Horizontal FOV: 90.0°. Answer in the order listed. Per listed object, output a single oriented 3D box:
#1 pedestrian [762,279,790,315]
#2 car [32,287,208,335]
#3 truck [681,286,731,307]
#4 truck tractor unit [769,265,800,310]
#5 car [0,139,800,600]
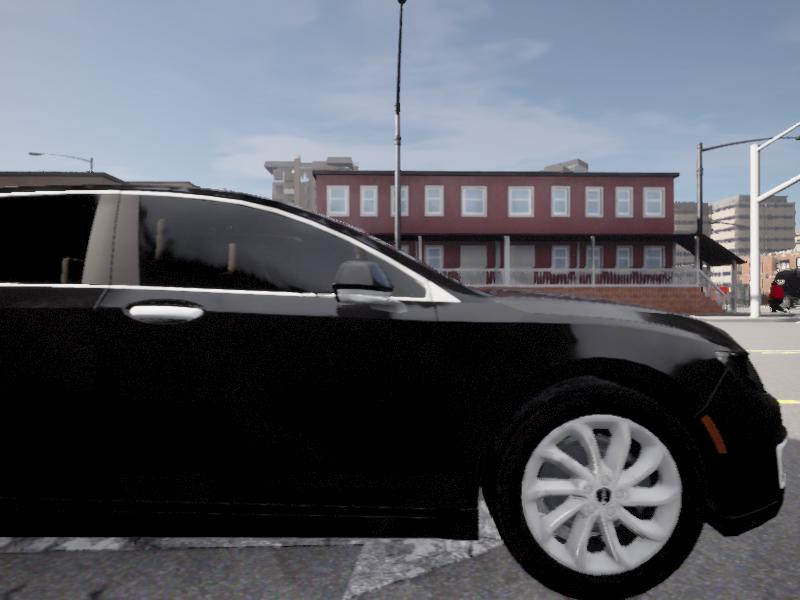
[{"bbox_3d":[19.505,-0.151,20.772,0.751,1.860,0.751,0,0,-2],"label":"pedestrian"},{"bbox_3d":[-8.650,0.326,12.669,4.181,1.385,1.994,0,0,1],"label":"car"},{"bbox_3d":[39.273,-0.346,51.597,2.627,2.467,5.204,0,-2,3],"label":"truck"},{"bbox_3d":[39.545,-1.195,37.988,3.053,4.208,6.516,0,0,0],"label":"truck tractor unit"},{"bbox_3d":[-0.829,0.250,2.194,4.892,1.490,1.837,-1,0,0],"label":"car"}]
